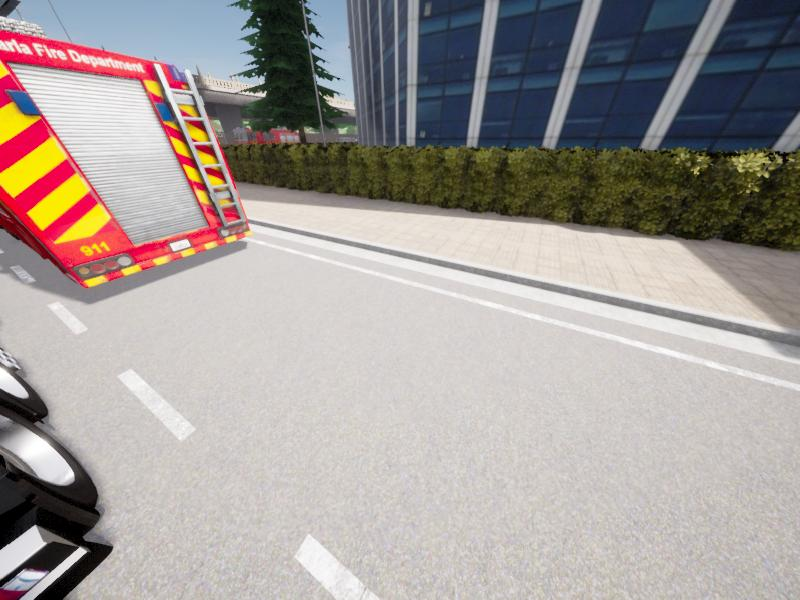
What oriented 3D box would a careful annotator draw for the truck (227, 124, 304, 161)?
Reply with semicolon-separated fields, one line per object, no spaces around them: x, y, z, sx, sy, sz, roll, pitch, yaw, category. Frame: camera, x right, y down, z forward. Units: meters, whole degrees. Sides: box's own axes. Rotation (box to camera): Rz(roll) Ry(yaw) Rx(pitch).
-18.208;-22.055;32.356;2.891;3.827;8.468;17;38;23;truck

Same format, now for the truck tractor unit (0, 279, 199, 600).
-5.137;-0.274;0.742;6.516;4.208;3.053;17;39;23;truck tractor unit

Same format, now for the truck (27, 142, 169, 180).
-23.342;-11.296;18.480;2.390;2.098;6.274;13;37;19;truck

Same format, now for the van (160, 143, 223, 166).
-22.968;-16.264;25.685;1.775;1.987;4.442;17;38;23;van

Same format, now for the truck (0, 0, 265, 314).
-7.824;-3.227;5.344;8.468;3.827;2.891;17;38;23;truck
